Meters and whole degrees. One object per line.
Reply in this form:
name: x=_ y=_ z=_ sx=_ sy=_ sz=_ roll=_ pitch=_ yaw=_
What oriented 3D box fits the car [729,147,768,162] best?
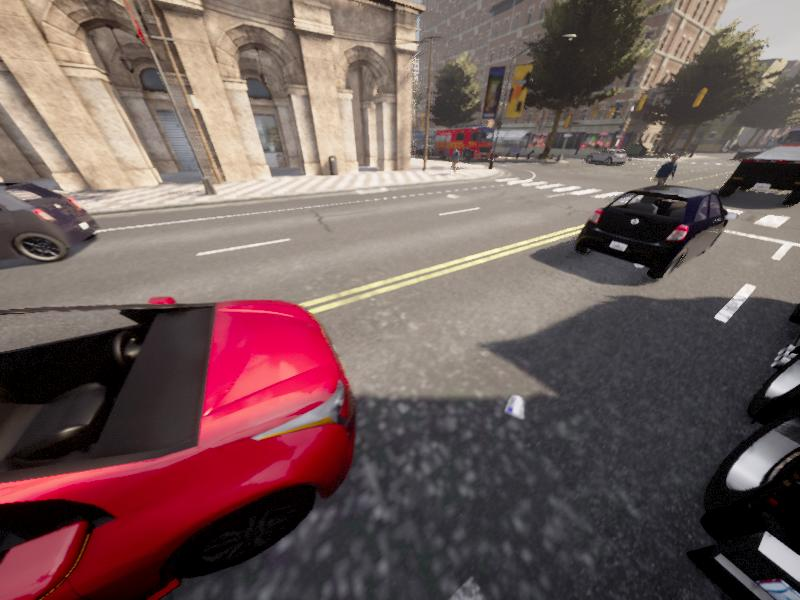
car: x=49.595 y=-20.778 z=32.841 sx=5.238 sy=1.638 sz=1.930 roll=-19 pitch=39 yaw=-25

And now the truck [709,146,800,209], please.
truck: x=18.303 y=-6.073 z=11.047 sx=6.274 sy=2.098 sz=2.390 roll=-18 pitch=39 yaw=-24

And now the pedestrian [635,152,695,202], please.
pedestrian: x=11.611 y=-5.431 z=10.235 sx=0.751 sy=1.860 sz=0.751 roll=5 pitch=35 yaw=6

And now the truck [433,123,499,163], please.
truck: x=8.286 y=-20.840 z=30.674 sx=2.891 sy=3.827 sz=8.468 roll=-18 pitch=39 yaw=-24

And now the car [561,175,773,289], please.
car: x=5.971 y=-1.796 z=5.295 sx=3.633 sy=1.501 sz=1.845 roll=-18 pitch=39 yaw=-24

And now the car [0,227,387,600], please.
car: x=-2.559 y=0.996 z=1.215 sx=4.514 sy=1.525 sz=2.007 roll=-18 pitch=39 yaw=-24

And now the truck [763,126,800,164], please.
truck: x=52.522 y=-20.322 z=30.300 sx=8.468 sy=3.827 sz=2.891 roll=-18 pitch=39 yaw=-25

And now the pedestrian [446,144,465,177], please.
pedestrian: x=3.804 y=-9.631 z=15.938 sx=0.751 sy=1.860 sz=0.751 roll=-15 pitch=38 yaw=-21

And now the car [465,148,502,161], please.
car: x=11.616 y=-20.490 z=32.413 sx=1.895 sy=1.301 sz=4.718 roll=-18 pitch=39 yaw=-24

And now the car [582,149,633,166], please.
car: x=23.865 y=-16.616 z=26.788 sx=1.970 sy=1.475 sz=3.806 roll=-6 pitch=35 yaw=-9

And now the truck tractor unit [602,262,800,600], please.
truck tractor unit: x=5.105 y=-0.306 z=0.787 sx=6.516 sy=4.208 sz=3.053 roll=-18 pitch=39 yaw=-24

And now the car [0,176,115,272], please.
car: x=-9.187 y=-1.475 z=4.707 sx=3.633 sy=1.501 sz=1.845 roll=-18 pitch=39 yaw=-24
